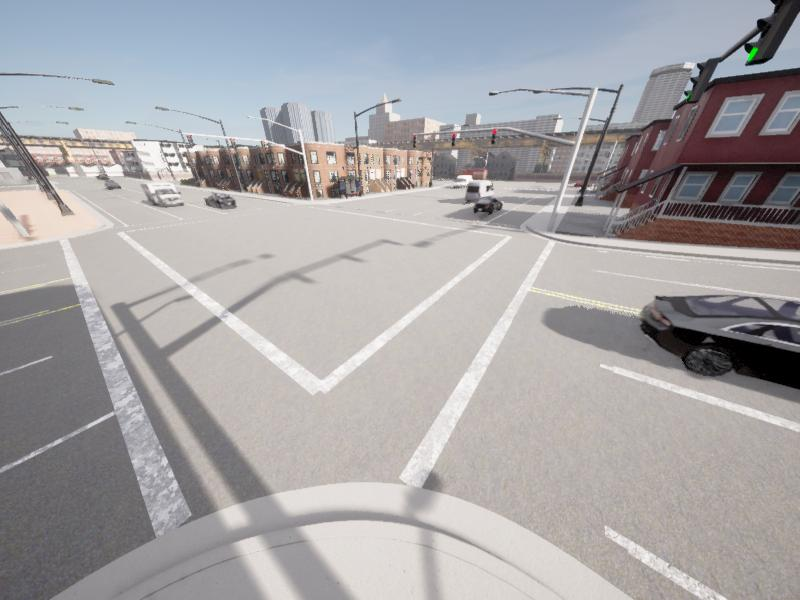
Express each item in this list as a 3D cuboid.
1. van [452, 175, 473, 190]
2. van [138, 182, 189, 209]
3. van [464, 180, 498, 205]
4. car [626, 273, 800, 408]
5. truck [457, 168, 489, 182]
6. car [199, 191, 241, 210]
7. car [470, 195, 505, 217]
[{"bbox_3d":[13.272,-24.992,49.048,1.988,2.561,5.915,20,35,30],"label":"van"},{"bbox_3d":[-28.364,-12.602,27.699,6.366,2.431,2.351,20,36,31],"label":"van"},{"bbox_3d":[10.881,-14.568,30.992,1.988,2.561,5.915,21,36,32],"label":"van"},{"bbox_3d":[8.192,0.952,4.604,4.902,1.511,2.128,17,34,33],"label":"car"},{"bbox_3d":[23.054,-39.787,73.386,8.468,3.827,2.891,20,36,31],"label":"truck"},{"bbox_3d":[-21.155,-11.735,27.116,4.902,1.511,2.128,20,36,31],"label":"car"},{"bbox_3d":[9.119,-9.835,23.889,1.812,1.442,4.674,20,36,31],"label":"car"}]
